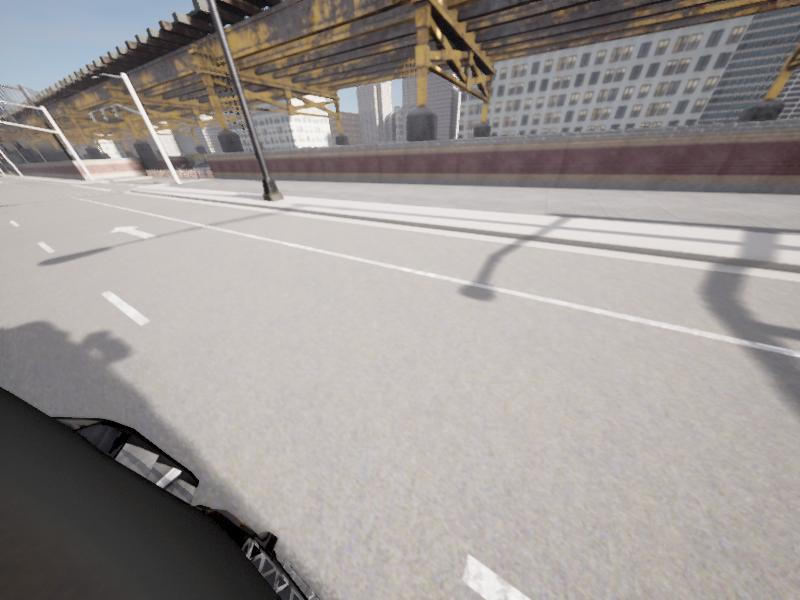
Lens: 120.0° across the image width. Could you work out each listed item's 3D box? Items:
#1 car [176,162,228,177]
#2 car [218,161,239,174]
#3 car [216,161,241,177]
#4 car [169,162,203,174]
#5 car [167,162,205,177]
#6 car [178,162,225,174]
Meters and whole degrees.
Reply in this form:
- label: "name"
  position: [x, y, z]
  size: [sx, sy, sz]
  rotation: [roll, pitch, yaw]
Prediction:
- label: "car"
  position: [-27.479, -18.218, 32.186]
  size: [4.974, 1.542, 2.038]
  rotation: [-5, 33, -4]
- label: "car"
  position: [-22.478, -17.435, 30.349]
  size: [1.853, 1.218, 4.536]
  rotation: [-20, 37, -25]
- label: "car"
  position: [-22.444, -17.280, 30.398]
  size: [2.038, 1.542, 4.974]
  rotation: [-20, 37, -25]
- label: "car"
  position: [-31.489, -19.509, 34.151]
  size: [1.853, 1.218, 4.536]
  rotation: [-11, 34, -12]
- label: "car"
  position: [-31.468, -19.351, 34.195]
  size: [2.038, 1.542, 4.974]
  rotation: [-11, 34, -12]
- label: "car"
  position: [-27.434, -18.354, 32.103]
  size: [4.536, 1.218, 1.853]
  rotation: [-5, 33, -4]
